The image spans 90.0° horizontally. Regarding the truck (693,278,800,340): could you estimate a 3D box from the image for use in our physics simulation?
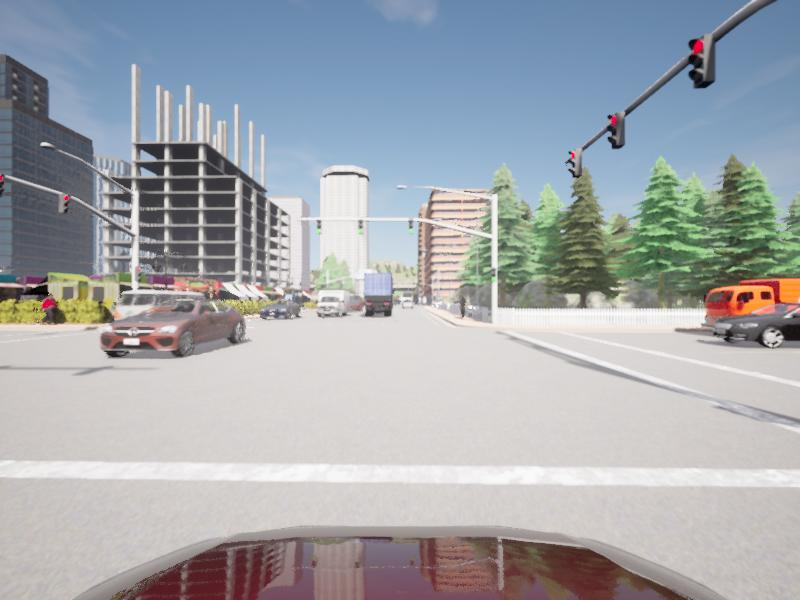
[{"bbox_3d":[16.200,0.354,17.190,5.204,2.467,2.627,0,0,2],"label":"truck"}]

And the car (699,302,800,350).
[{"bbox_3d":[13.599,0.834,13.796,4.902,1.511,2.128,0,0,3],"label":"car"}]

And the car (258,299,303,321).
[{"bbox_3d":[-9.728,0.774,33.035,2.152,1.651,5.027,0,0,1],"label":"car"}]

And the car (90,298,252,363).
[{"bbox_3d":[-6.780,0.779,12.722,2.152,1.651,5.027,0,0,2],"label":"car"}]

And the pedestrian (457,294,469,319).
[{"bbox_3d":[4.704,0.482,29.898,0.751,1.860,0.751,0,0,1],"label":"pedestrian"}]

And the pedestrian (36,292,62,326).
[{"bbox_3d":[-19.481,0.480,22.203,0.751,1.860,0.751,0,0,2],"label":"pedestrian"}]

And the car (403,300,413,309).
[{"bbox_3d":[1.394,0.773,71.786,1.851,1.617,3.988,0,0,1],"label":"car"}]

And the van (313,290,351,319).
[{"bbox_3d":[-6.165,0.371,37.106,2.351,2.431,6.366,0,0,1],"label":"van"}]

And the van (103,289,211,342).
[{"bbox_3d":[-10.125,0.597,17.143,1.775,1.987,4.442,0,0,2],"label":"van"}]

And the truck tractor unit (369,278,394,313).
[{"bbox_3d":[-2.261,-0.533,51.577,3.053,4.208,6.516,0,0,-1],"label":"truck tractor unit"}]

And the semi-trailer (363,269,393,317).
[{"bbox_3d":[-2.143,-0.626,43.666,2.717,4.402,14.254,0,0,-1],"label":"semi-trailer"}]
